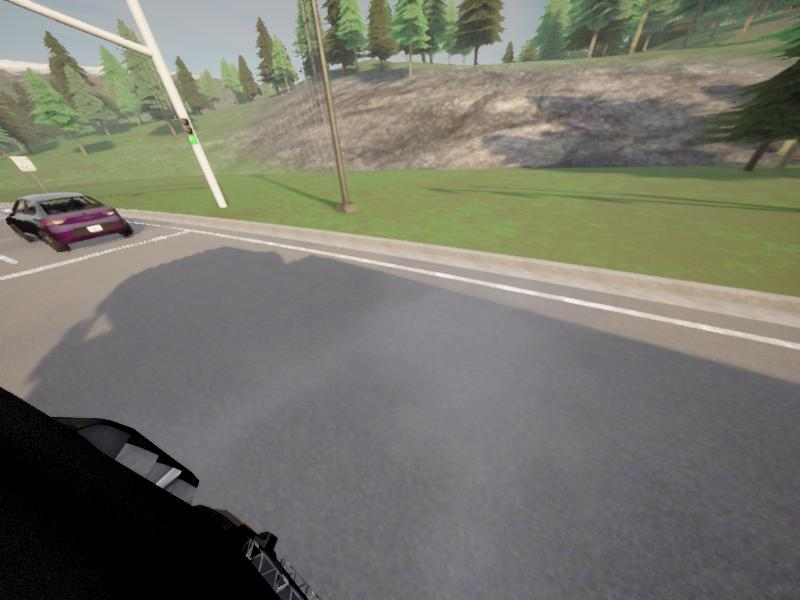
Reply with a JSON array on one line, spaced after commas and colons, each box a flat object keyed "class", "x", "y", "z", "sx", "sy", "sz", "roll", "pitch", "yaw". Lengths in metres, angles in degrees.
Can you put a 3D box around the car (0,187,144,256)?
[{"class": "car", "x": -11.137, "y": -2.740, "z": 7.643, "sx": 4.193, "sy": 1.474, "sz": 1.816, "roll": 12, "pitch": 36, "yaw": 21}]
